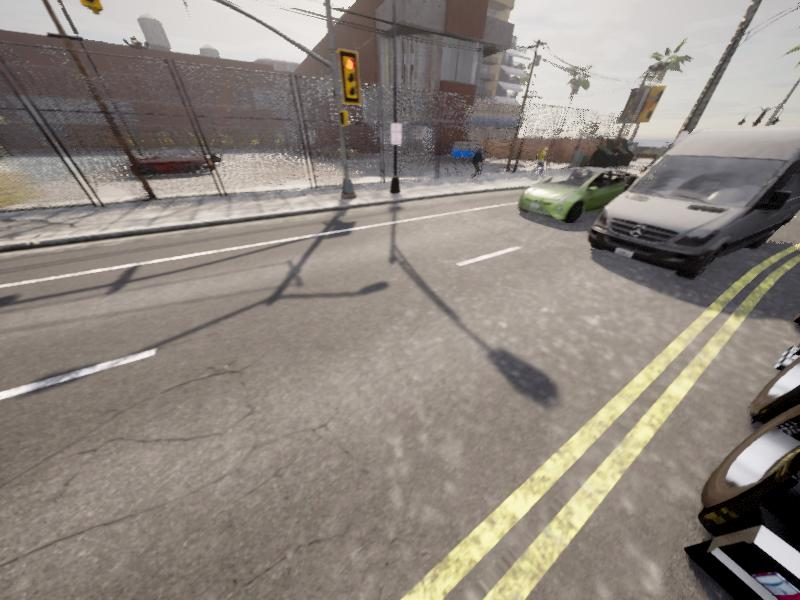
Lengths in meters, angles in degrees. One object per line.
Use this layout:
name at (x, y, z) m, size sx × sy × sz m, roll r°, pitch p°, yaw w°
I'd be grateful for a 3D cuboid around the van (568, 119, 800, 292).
van at (7.316, -2.439, 5.379) m, size 5.915 × 2.561 × 1.988 m, roll -15°, pitch 38°, yaw -21°

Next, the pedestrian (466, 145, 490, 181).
pedestrian at (4.830, -8.511, 14.381) m, size 0.751 × 1.860 × 0.751 m, roll -18°, pitch 39°, yaw -25°

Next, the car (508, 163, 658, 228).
car at (6.626, -3.998, 8.506) m, size 4.514 × 1.525 × 2.007 m, roll -15°, pitch 38°, yaw -21°

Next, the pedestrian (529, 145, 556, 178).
pedestrian at (9.638, -9.368, 15.664) m, size 0.751 × 1.860 × 0.751 m, roll -16°, pitch 38°, yaw -22°

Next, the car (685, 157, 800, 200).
car at (18.557, -6.315, 11.879) m, size 5.027 × 1.651 × 2.152 m, roll -5°, pitch 35°, yaw -8°

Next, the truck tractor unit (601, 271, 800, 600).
truck tractor unit at (5.123, -0.286, 0.775) m, size 6.516 × 4.208 × 3.053 m, roll -18°, pitch 39°, yaw -24°

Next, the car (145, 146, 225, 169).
car at (-19.351, -13.139, 21.210) m, size 5.008 × 1.535 × 2.097 m, roll -18°, pitch 39°, yaw -25°

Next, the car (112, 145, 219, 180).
car at (-15.482, -9.491, 15.779) m, size 4.553 × 1.767 × 2.185 m, roll -18°, pitch 39°, yaw -25°

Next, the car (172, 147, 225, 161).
car at (-24.785, -18.132, 28.683) m, size 4.718 × 1.301 × 1.895 m, roll -18°, pitch 39°, yaw -25°
